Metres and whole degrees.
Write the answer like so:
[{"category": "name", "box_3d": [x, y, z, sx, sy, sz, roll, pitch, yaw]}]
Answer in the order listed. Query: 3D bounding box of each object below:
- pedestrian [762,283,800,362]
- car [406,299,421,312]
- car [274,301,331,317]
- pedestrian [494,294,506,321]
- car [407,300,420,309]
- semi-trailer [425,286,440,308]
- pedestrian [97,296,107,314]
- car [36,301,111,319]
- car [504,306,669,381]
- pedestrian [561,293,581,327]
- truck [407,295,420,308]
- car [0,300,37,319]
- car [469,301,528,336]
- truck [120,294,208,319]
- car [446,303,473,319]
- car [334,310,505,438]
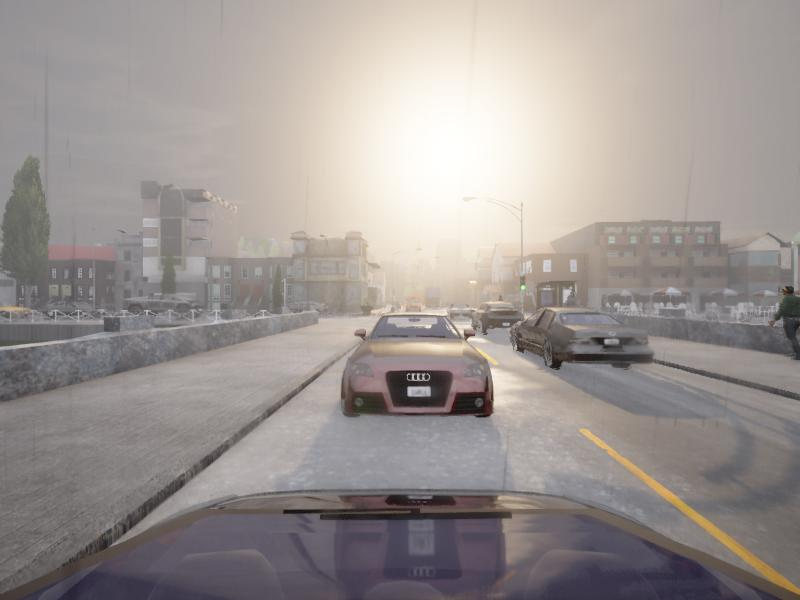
[{"category": "pedestrian", "box_3d": [9.598, 0.533, 9.821, 0.751, 1.860, 0.751, 0, 0, 2]}, {"category": "car", "box_3d": [1.929, 0.694, 56.940, 2.097, 1.767, 4.553, 0, 0, 2]}, {"category": "car", "box_3d": [-9.293, 0.835, 38.456, 4.902, 1.511, 2.128, 0, 0, 3]}, {"category": "pedestrian", "box_3d": [7.233, 0.533, 28.901, 0.751, 1.860, 0.751, 0, 0, 19]}, {"category": "car", "box_3d": [2.368, 0.826, 70.260, 2.038, 1.542, 4.974, 0, 0, 2]}, {"category": "semi-trailer", "box_3d": [6.913, -0.620, 86.657, 2.717, 4.402, 14.254, 0, 0, 2]}, {"category": "pedestrian", "box_3d": [-31.617, 0.533, 42.426, 0.751, 1.860, 0.751, 0, 0, -30]}, {"category": "car", "box_3d": [-28.550, 0.836, 35.105, 4.902, 1.511, 2.128, 0, 0, 2]}, {"category": "car", "box_3d": [4.393, 0.895, 10.634, 2.033, 1.411, 5.357, 0, 0, 2]}, {"category": "pedestrian", "box_3d": [9.524, 0.533, 22.251, 0.751, 1.860, 0.751, 0, 0, -9]}, {"category": "truck", "box_3d": [2.626, 0.354, 77.965, 2.627, 2.467, 5.204, 0, 0, 2]}, {"category": "car", "box_3d": [-35.539, 0.801, 35.340, 5.366, 1.575, 1.801, 0, 0, 2]}, {"category": "car", "box_3d": [4.695, 0.841, 19.768, 1.837, 1.490, 4.892, 0, -1, 2]}, {"category": "truck", "box_3d": [-20.415, 0.542, 34.832, 6.274, 2.098, 2.390, 0, 0, 2]}, {"category": "car", "box_3d": [5.224, 0.944, 35.695, 1.895, 1.301, 4.718, 0, 0, 2]}, {"category": "car", "box_3d": [0.239, 0.907, 6.750, 1.994, 1.385, 4.181, 0, 0, 0]}]
